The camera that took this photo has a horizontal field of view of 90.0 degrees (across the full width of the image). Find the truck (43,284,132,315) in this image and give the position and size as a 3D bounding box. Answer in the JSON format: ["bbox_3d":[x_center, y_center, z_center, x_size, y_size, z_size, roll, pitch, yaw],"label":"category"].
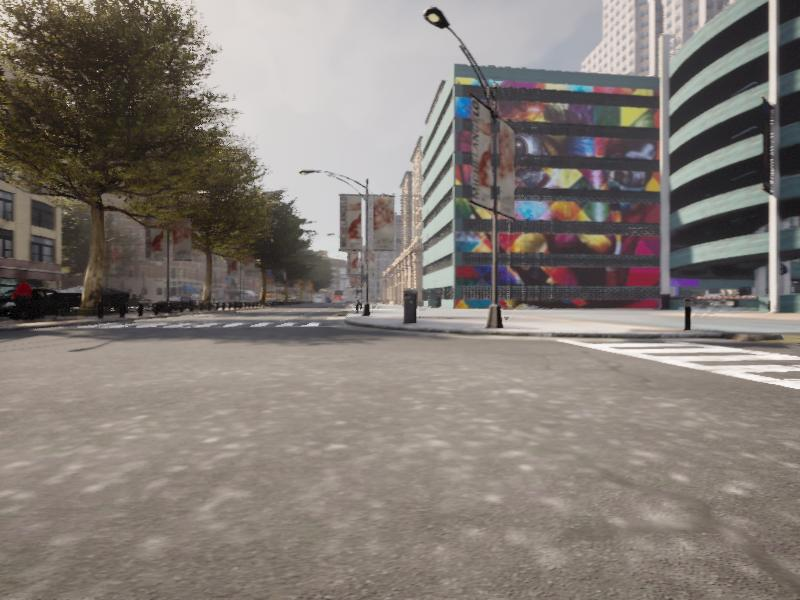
[{"bbox_3d":[-23.577,-0.014,30.658,2.390,2.098,6.274,0,0,-6],"label":"truck"}]

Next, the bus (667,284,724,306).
[{"bbox_3d":[63.411,-0.970,86.427,3.944,4.253,10.273,0,-1,-6],"label":"bus"}]

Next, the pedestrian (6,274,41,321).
[{"bbox_3d":[-15.201,-0.084,16.177,0.751,1.860,0.751,0,0,-12],"label":"pedestrian"}]

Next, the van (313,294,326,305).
[{"bbox_3d":[-18.985,-0.073,94.467,2.351,2.431,6.366,0,0,-6],"label":"van"}]

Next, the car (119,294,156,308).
[{"bbox_3d":[-37.254,0.129,56.837,3.866,1.878,1.905,0,0,-4],"label":"car"}]

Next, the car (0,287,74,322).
[{"bbox_3d":[-18.955,0.216,20.293,1.851,1.617,3.988,0,0,-6],"label":"car"}]

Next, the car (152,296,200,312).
[{"bbox_3d":[-20.826,0.351,37.477,2.033,1.411,5.357,0,0,-6],"label":"car"}]
